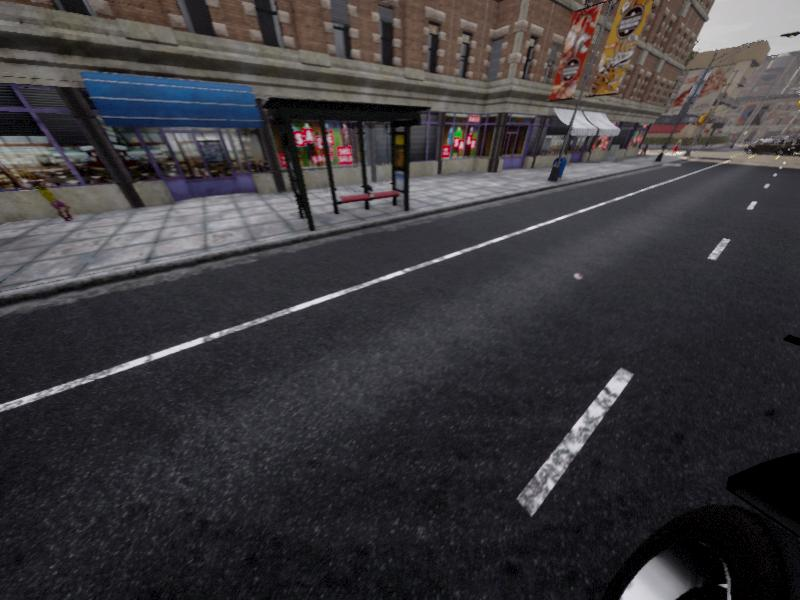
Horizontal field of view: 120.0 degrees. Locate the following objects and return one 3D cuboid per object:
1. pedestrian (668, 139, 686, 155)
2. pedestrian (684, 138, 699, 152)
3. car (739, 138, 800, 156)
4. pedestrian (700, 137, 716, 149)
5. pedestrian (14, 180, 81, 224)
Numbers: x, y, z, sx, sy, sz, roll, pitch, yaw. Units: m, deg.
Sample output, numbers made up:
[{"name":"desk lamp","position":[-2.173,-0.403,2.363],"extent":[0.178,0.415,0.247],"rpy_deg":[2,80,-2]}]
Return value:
[{"name":"pedestrian","position":[37.871,-20.913,31.598],"extent":[0.751,1.860,0.751],"rpy_deg":[-24,42,-30]},{"name":"pedestrian","position":[47.798,-25.416,37.905],"extent":[0.751,1.860,0.751],"rpy_deg":[26,43,32]},{"name":"car","position":[50.638,-20.789,31.350],"extent":[1.932,1.855,4.605],"rpy_deg":[-8,36,-11]},{"name":"pedestrian","position":[58.496,-29.867,43.865],"extent":[0.751,1.860,0.751],"rpy_deg":[-4,35,-6]},{"name":"pedestrian","position":[-10.333,-2.895,6.829],"extent":[0.500,1.100,0.500],"rpy_deg":[-21,40,-26]}]
